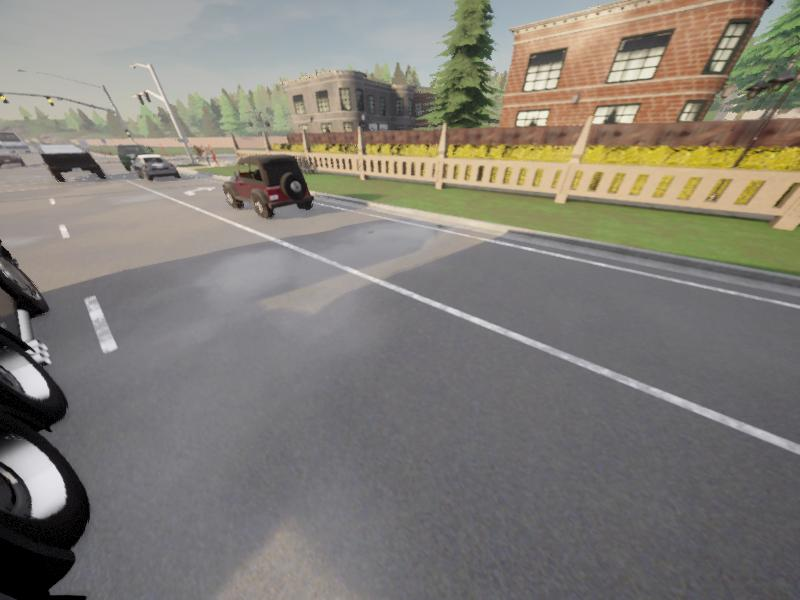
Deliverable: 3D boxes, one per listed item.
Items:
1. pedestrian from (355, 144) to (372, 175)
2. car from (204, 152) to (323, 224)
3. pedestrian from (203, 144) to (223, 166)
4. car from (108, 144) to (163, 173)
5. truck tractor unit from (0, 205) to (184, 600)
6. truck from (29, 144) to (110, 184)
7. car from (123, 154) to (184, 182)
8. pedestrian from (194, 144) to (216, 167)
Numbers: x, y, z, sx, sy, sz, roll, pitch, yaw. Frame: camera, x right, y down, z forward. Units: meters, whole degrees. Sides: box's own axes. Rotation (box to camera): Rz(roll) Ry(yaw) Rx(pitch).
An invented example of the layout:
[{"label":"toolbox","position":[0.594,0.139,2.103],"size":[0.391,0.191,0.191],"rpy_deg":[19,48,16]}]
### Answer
[{"label":"pedestrian","position":[-2.655,-10.281,16.914],"size":[0.751,1.860,0.751],"rpy_deg":[23,41,30]},{"label":"car","position":[-5.077,-4.370,8.696],"size":[3.866,1.878,1.905],"rpy_deg":[23,41,30]},{"label":"pedestrian","position":[-18.809,-14.601,23.263],"size":[0.751,1.860,0.751],"rpy_deg":[17,38,23]},{"label":"car","position":[-25.220,-13.801,22.305],"size":[2.150,2.045,5.566],"rpy_deg":[-23,41,-29]},{"label":"truck tractor unit","position":[-5.007,-0.393,0.917],"size":[6.516,4.208,3.053],"rpy_deg":[22,41,29]},{"label":"truck","position":[-24.333,-10.152,16.994],"size":[6.274,2.098,2.390],"rpy_deg":[23,41,30]},{"label":"car","position":[-17.993,-9.710,16.855],"size":[3.806,1.475,1.970],"rpy_deg":[23,41,30]},{"label":"pedestrian","position":[-19.250,-14.296,22.827],"size":[0.751,1.860,0.751],"rpy_deg":[15,38,21]}]
